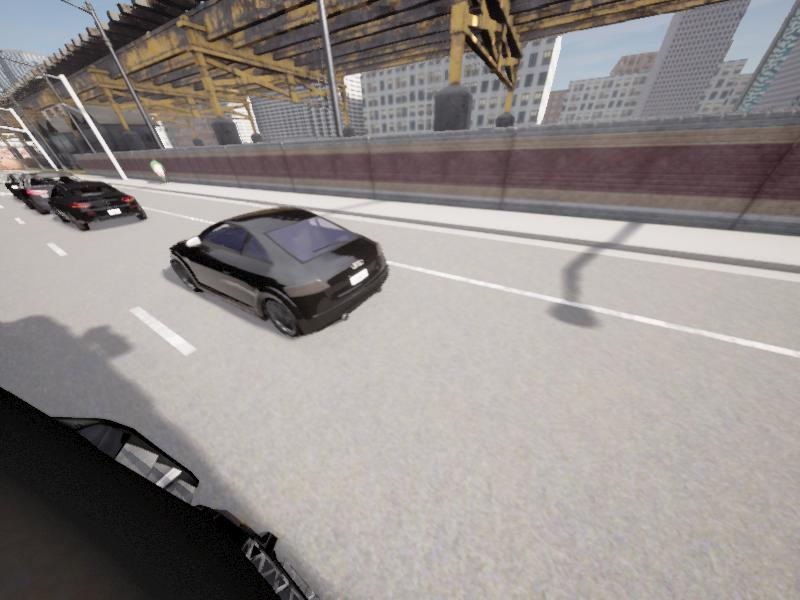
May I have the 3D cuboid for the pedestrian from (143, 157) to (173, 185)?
[{"bbox_3d":[-19.101,-10.225,18.280,0.751,1.860,0.751,16,38,25],"label":"pedestrian"}]

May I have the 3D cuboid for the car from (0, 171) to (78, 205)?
[{"bbox_3d":[-23.276,-7.236,14.692,4.902,1.511,2.128,17,38,26],"label":"car"}]

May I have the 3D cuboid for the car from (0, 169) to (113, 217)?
[{"bbox_3d":[-17.423,-5.543,11.682,4.611,1.667,2.242,17,38,26],"label":"car"}]

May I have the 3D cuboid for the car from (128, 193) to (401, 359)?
[{"bbox_3d":[-2.303,-0.871,4.103,4.181,1.385,1.994,17,38,26],"label":"car"}]

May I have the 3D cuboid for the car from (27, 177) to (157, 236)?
[{"bbox_3d":[-11.956,-3.804,8.973,4.674,1.442,1.812,17,38,26],"label":"car"}]
